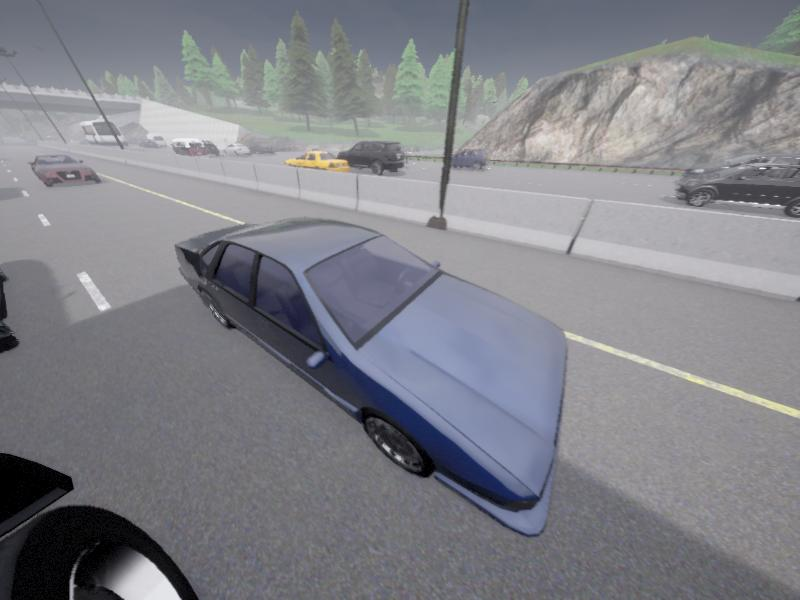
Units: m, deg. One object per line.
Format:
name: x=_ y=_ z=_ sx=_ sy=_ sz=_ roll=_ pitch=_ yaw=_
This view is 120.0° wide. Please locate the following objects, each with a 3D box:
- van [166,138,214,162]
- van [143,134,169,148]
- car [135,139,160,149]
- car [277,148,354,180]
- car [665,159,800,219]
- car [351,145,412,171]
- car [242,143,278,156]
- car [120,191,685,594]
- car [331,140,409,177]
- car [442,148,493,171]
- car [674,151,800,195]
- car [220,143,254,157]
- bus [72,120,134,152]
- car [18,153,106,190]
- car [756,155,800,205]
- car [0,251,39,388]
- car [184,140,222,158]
van: x=-23.198 y=-16.607 z=25.508 sx=4.480 sy=2.038 sz=2.069 roll=22 pitch=40 yaw=27
van: x=-58.565 y=-38.201 z=55.413 sx=5.915 sy=2.561 sz=1.988 roll=21 pitch=40 yaw=28
car: x=-54.589 y=-33.817 z=49.983 sx=4.611 sy=1.667 sz=2.242 roll=22 pitch=40 yaw=27
car: x=-5.904 y=-9.540 z=16.028 sx=5.366 sy=1.575 sz=1.801 roll=22 pitch=40 yaw=27
car: x=13.322 y=-4.327 z=8.818 sx=3.705 sy=1.549 sz=1.789 roll=22 pitch=40 yaw=27
car: x=-1.645 y=-12.747 z=20.579 sx=5.027 sy=1.651 sz=2.152 roll=22 pitch=40 yaw=27
car: x=-21.196 y=-22.870 z=34.976 sx=5.357 sy=1.411 sz=2.033 roll=22 pitch=40 yaw=27
car: x=-0.914 y=-0.154 z=2.912 sx=5.357 sy=1.411 sz=2.033 roll=22 pitch=40 yaw=27
car: x=-2.260 y=-10.723 z=17.334 sx=5.566 sy=2.045 sz=2.150 roll=22 pitch=40 yaw=27
car: x=5.769 y=-12.203 z=19.954 sx=3.633 sy=1.501 sz=1.845 roll=22 pitch=40 yaw=27
car: x=18.933 y=-7.024 z=12.595 sx=4.611 sy=1.667 sz=2.242 roll=22 pitch=40 yaw=27
car: x=-22.853 y=-21.107 z=32.415 sx=4.674 sy=1.442 sz=1.812 roll=22 pitch=40 yaw=27
bus: x=-53.342 y=-29.411 z=41.503 sx=10.273 sy=4.253 sz=3.944 roll=22 pitch=41 yaw=27
car: x=-18.829 y=-7.268 z=12.874 sx=4.181 sy=1.385 sz=1.994 roll=22 pitch=40 yaw=27
car: x=18.915 y=-4.593 z=9.144 sx=4.611 sy=1.667 sz=2.242 roll=22 pitch=40 yaw=27
car: x=-6.800 y=-0.151 z=2.654 sx=4.856 sy=1.649 sz=2.033 roll=22 pitch=40 yaw=27
car: x=-26.075 y=-20.125 z=30.616 sx=4.605 sy=1.855 sz=1.932 roll=22 pitch=40 yaw=27
